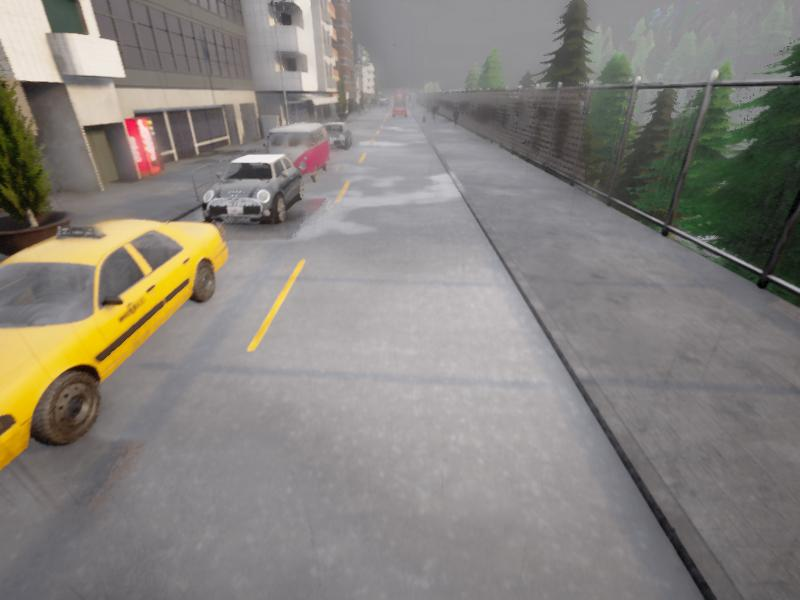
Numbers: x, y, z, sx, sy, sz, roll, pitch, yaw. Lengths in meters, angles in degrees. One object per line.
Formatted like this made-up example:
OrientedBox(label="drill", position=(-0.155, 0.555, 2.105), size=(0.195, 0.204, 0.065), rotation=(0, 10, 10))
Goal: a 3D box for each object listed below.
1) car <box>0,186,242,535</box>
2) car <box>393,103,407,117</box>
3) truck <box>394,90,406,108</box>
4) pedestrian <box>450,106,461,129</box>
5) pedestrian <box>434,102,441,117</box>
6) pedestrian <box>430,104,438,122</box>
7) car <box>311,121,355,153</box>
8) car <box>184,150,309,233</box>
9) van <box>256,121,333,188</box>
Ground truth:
OrientedBox(label="car", position=(-4.000, -0.083, 5.075), size=(1.801, 1.575, 5.366), rotation=(0, 27, 0))
OrientedBox(label="car", position=(-0.019, -28.757, 60.483), size=(2.097, 1.767, 4.553), rotation=(0, 28, 0))
OrientedBox(label="truck", position=(-0.032, -49.969, 99.428), size=(2.891, 3.827, 8.468), rotation=(0, 27, 0))
OrientedBox(label="pedestrian", position=(5.077, -16.629, 36.522), size=(0.751, 1.860, 0.751), rotation=(-1, 27, -2))
OrientedBox(label="pedestrian", position=(5.181, -26.277, 55.252), size=(0.751, 1.860, 0.751), rotation=(0, 27, 1))
OrientedBox(label="pedestrian", position=(3.920, -21.609, 46.202), size=(0.751, 1.860, 0.751), rotation=(5, 28, 10))
OrientedBox(label="car", position=(-4.002, -10.087, 24.610), size=(1.970, 1.475, 3.806), rotation=(0, 27, 0))
OrientedBox(label="car", position=(-3.999, -3.200, 11.240), size=(1.970, 1.475, 3.806), rotation=(0, 27, 0))
OrientedBox(label="van", position=(-4.003, -5.953, 16.028), size=(1.775, 1.987, 4.442), rotation=(0, 27, 0))
